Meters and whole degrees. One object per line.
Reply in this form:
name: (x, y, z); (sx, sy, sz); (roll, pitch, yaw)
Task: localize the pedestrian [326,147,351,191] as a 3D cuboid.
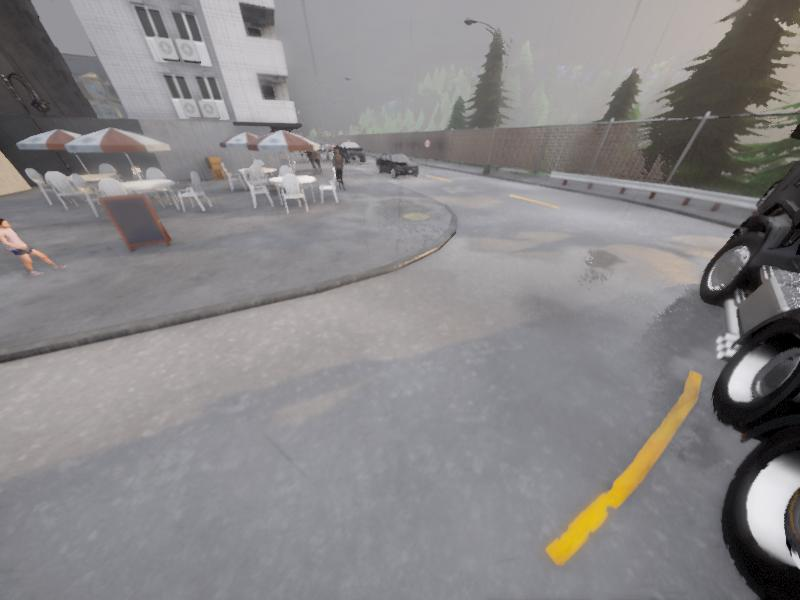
pedestrian: (-3.119, -6.675, 11.783); (0.751, 1.860, 0.751); (-17, 38, -24)

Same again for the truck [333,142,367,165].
truck: (-6.180, -18.040, 28.181); (2.390, 2.098, 6.274); (-14, 37, -20)

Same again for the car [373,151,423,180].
car: (-0.298, -10.393, 17.676); (1.882, 1.535, 5.008); (-14, 37, -20)

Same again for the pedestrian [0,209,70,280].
pedestrian: (-7.007, -1.004, 4.236); (0.500, 1.100, 0.500); (-16, 38, -22)

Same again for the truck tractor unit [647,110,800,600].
truck tractor unit: (4.826, -0.517, 1.091); (6.516, 4.208, 3.053); (-29, 44, -35)

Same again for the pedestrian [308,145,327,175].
pedestrian: (-6.131, -10.438, 17.191); (0.751, 1.860, 0.751); (-22, 40, -28)

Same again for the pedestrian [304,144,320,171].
pedestrian: (-7.273, -11.821, 19.180); (0.751, 1.860, 0.751); (-21, 40, -27)
